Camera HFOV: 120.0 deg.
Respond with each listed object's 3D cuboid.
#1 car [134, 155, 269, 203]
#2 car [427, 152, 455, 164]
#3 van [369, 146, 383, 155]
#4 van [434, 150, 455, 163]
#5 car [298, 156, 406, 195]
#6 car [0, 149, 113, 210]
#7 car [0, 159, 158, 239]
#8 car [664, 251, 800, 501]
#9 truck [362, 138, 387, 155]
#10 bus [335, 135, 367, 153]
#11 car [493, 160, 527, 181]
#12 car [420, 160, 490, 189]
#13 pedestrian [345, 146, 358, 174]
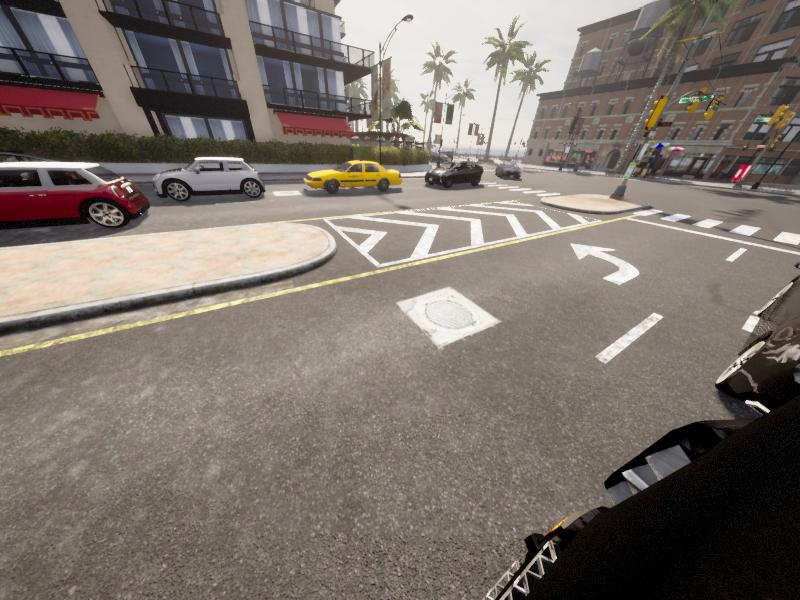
[{"bbox_3d":[-8.047,-5.240,9.882,3.806,1.475,1.970,-16,38,-26],"label":"car"},{"bbox_3d":[7.145,-25.272,41.188,2.128,1.511,4.902,-16,38,-26],"label":"car"},{"bbox_3d":[-6.963,-42.598,65.760,1.775,1.987,4.442,-22,41,-32],"label":"van"},{"bbox_3d":[8.721,-28.496,45.735,1.775,1.987,4.442,-9,35,-18],"label":"van"},{"bbox_3d":[-2.471,-6.914,12.738,5.366,1.575,1.801,-16,38,-26],"label":"car"},{"bbox_3d":[-12.716,-3.908,7.446,3.705,1.549,1.789,-16,38,-26],"label":"car"},{"bbox_3d":[-9.274,-2.632,5.860,3.806,1.475,1.970,-16,38,-26],"label":"car"},{"bbox_3d":[5.407,0.457,2.309,4.902,1.511,2.128,-16,38,-26],"label":"car"},{"bbox_3d":[-7.841,-47.058,70.741,2.891,3.827,8.468,-25,43,-35],"label":"truck"},{"bbox_3d":[-15.383,-48.881,72.517,10.273,4.253,3.944,27,40,31],"label":"bus"},{"bbox_3d":[10.905,-13.123,23.288,2.033,1.411,5.357,9,34,9],"label":"car"},{"bbox_3d":[3.879,-8.902,16.271,4.514,1.525,2.007,-20,40,-30],"label":"car"},{"bbox_3d":[-3.895,-11.303,18.666,0.751,1.860,0.751,-12,36,-21],"label":"pedestrian"}]
